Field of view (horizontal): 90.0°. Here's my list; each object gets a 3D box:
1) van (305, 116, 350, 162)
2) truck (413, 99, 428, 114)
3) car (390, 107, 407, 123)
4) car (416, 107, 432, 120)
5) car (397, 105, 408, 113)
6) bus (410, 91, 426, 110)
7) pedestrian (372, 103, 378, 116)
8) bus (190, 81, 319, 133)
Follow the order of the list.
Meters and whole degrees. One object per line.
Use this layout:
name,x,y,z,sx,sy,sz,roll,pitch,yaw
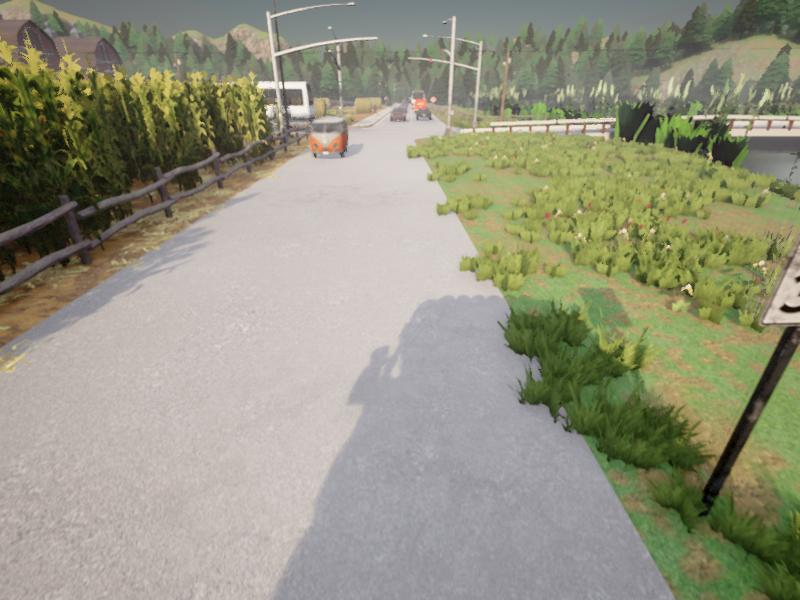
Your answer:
van,-3.926,-9.108,22.408,1.775,1.987,4.442,-1,27,-2
truck,3.989,-37.933,78.398,2.627,2.467,5.204,1,27,1
car,-0.200,-24.151,52.082,2.097,1.767,4.553,1,27,1
car,3.455,-27.262,58.382,2.152,1.651,5.027,1,27,1
car,0.558,-38.855,81.309,2.163,1.488,4.792,1,27,1
bus,4.539,-51.865,103.790,3.944,4.253,10.273,1,27,1
pedestrian,-4.021,-30.785,64.651,0.751,1.860,0.751,1,27,2
bus,-13.419,-18.393,38.153,10.273,4.253,3.944,0,27,-1
